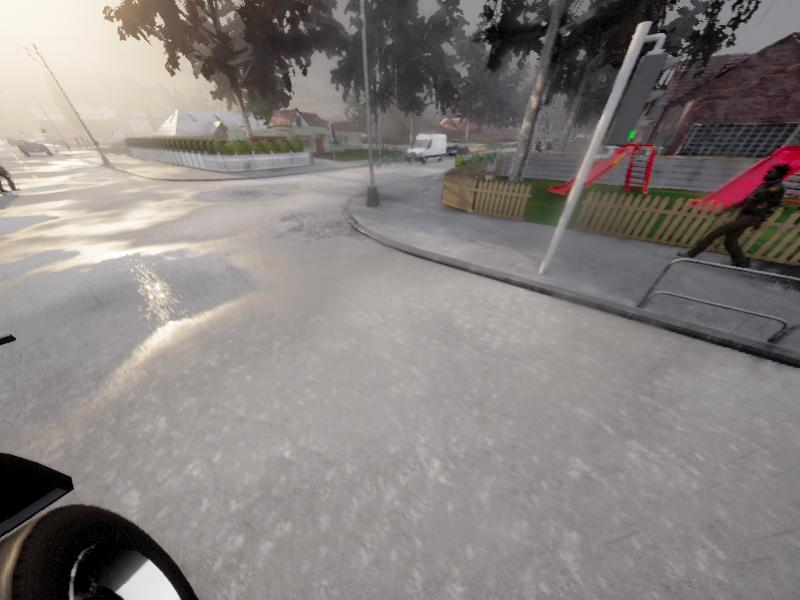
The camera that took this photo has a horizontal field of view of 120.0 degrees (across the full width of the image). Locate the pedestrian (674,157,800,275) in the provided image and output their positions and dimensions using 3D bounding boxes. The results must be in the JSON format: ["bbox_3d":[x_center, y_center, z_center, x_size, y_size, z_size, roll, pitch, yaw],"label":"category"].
[{"bbox_3d":[6.380,-1.544,4.322,0.751,1.860,0.751,22,40,27],"label":"pedestrian"}]

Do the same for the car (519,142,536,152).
[{"bbox_3d":[24.845,-29.762,45.010,1.845,1.501,3.633,22,41,28],"label":"car"}]

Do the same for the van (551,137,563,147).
[{"bbox_3d":[52.612,-52.924,77.192,1.988,2.561,5.915,22,41,28],"label":"van"}]

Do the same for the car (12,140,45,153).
[{"bbox_3d":[-58.519,-24.204,36.366,4.974,1.542,2.038,22,41,27],"label":"car"}]

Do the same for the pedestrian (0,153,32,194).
[{"bbox_3d":[-18.162,-5.834,10.359,0.751,1.860,0.751,8,36,11],"label":"pedestrian"}]

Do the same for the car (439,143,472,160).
[{"bbox_3d":[7.347,-19.490,30.203,2.152,1.651,5.027,22,41,28],"label":"car"}]

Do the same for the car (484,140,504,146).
[{"bbox_3d":[30.603,-51.326,75.364,5.357,1.415,2.033,22,41,28],"label":"car"}]

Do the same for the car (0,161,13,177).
[{"bbox_3d":[-28.312,-9.094,15.094,4.611,1.667,2.242,20,40,25],"label":"car"}]

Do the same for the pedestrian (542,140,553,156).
[{"bbox_3d":[21.400,-22.030,33.505,0.751,1.860,0.751,24,41,30],"label":"pedestrian"}]

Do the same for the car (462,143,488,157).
[{"bbox_3d":[11.462,-22.845,35.035,1.801,1.575,5.366,22,41,28],"label":"car"}]

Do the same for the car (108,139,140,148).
[{"bbox_3d":[-63.308,-35.977,53.060,1.816,1.474,4.193,22,41,28],"label":"car"}]

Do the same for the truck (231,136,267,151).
[{"bbox_3d":[-26.684,-27.744,40.897,2.069,2.038,4.478,22,41,28],"label":"truck"}]

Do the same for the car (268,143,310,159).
[{"bbox_3d":[-12.368,-16.613,25.706,4.181,1.381,1.994,22,41,28],"label":"car"}]

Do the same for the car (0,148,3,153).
[{"bbox_3d":[-62.665,-23.216,34.926,4.514,1.525,2.007,24,42,30],"label":"car"}]

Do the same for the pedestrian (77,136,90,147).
[{"bbox_3d":[-68.786,-34.422,50.217,0.751,1.860,0.751,20,40,25],"label":"pedestrian"}]

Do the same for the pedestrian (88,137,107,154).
[{"bbox_3d":[-42.365,-21.634,32.358,0.751,1.860,0.751,22,41,28],"label":"pedestrian"}]

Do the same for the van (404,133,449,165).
[{"bbox_3d":[2.949,-16.264,24.803,1.988,2.561,5.915,22,41,28],"label":"van"}]

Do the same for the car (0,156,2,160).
[{"bbox_3d":[-45.436,-16.044,24.916,4.514,1.525,2.007,22,41,28],"label":"car"}]

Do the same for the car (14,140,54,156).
[{"bbox_3d":[-49.021,-20.361,30.922,5.027,1.651,2.152,22,41,28],"label":"car"}]

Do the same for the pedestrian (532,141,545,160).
[{"bbox_3d":[16.616,-17.968,27.702,0.751,1.860,0.751,22,41,28],"label":"pedestrian"}]

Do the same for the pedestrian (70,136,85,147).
[{"bbox_3d":[-69.057,-33.915,49.496,0.751,1.860,0.751,2,35,2],"label":"pedestrian"}]
